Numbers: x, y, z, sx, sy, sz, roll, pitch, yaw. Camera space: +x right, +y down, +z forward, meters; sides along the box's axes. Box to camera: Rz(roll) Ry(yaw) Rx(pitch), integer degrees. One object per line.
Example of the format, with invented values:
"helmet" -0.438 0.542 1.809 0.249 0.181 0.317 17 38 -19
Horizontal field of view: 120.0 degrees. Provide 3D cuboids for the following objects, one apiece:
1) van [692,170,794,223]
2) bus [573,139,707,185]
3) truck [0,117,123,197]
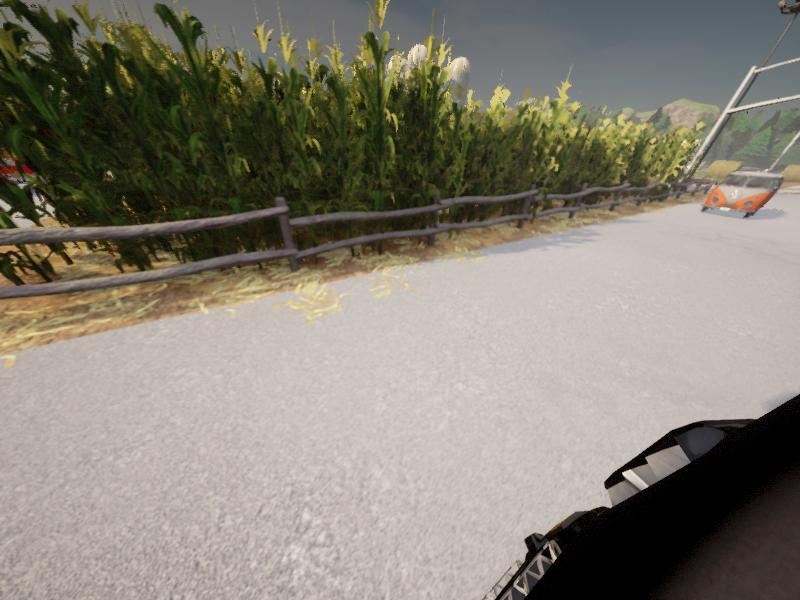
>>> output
"van" 17.562 -5.431 11.837 4.442 1.987 1.775 -17 38 -27
"bus" 29.371 -17.733 29.335 3.944 4.253 10.273 -16 38 -27
"truck" -15.496 -6.331 10.035 2.627 2.467 5.204 -16 39 -27
